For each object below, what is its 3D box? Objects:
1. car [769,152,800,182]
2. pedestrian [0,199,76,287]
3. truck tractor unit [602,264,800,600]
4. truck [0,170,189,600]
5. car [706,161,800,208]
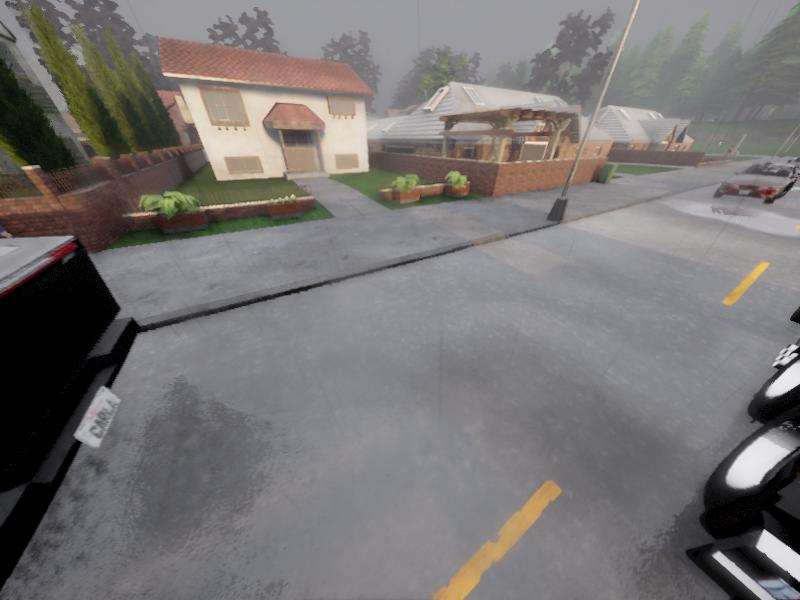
[{"bbox_3d":[29.419,-9.664,16.721,3.988,1.617,1.851,-18,39,-24],"label":"car"},{"bbox_3d":[-6.946,-0.976,4.002,0.751,1.300,0.751,-3,35,-5],"label":"pedestrian"},{"bbox_3d":[5.107,-0.306,0.777,6.516,4.208,3.053,-18,39,-24],"label":"truck tractor unit"},{"bbox_3d":[-4.785,1.374,0.162,6.274,2.098,2.390,-18,39,-24],"label":"truck"},{"bbox_3d":[16.776,-5.497,10.749,4.193,1.474,1.816,-18,39,-25],"label":"car"}]
